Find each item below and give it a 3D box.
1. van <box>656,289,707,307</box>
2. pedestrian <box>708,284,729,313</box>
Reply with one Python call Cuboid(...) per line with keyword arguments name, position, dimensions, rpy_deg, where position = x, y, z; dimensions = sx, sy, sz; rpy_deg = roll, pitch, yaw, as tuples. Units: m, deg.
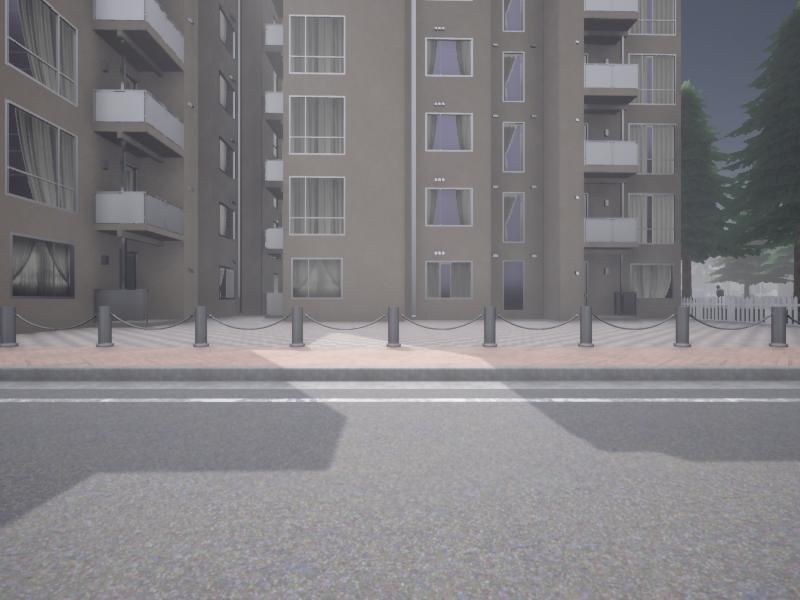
Cuboid(name="van", position=(40.253, -0.277, 57.331), dimensions=(5.915, 2.561, 1.988), rpy_deg=(0, 0, -1))
Cuboid(name="pedestrian", position=(20.344, -0.100, 25.583), dimensions=(0.751, 1.860, 0.751), rpy_deg=(0, 0, -1))
